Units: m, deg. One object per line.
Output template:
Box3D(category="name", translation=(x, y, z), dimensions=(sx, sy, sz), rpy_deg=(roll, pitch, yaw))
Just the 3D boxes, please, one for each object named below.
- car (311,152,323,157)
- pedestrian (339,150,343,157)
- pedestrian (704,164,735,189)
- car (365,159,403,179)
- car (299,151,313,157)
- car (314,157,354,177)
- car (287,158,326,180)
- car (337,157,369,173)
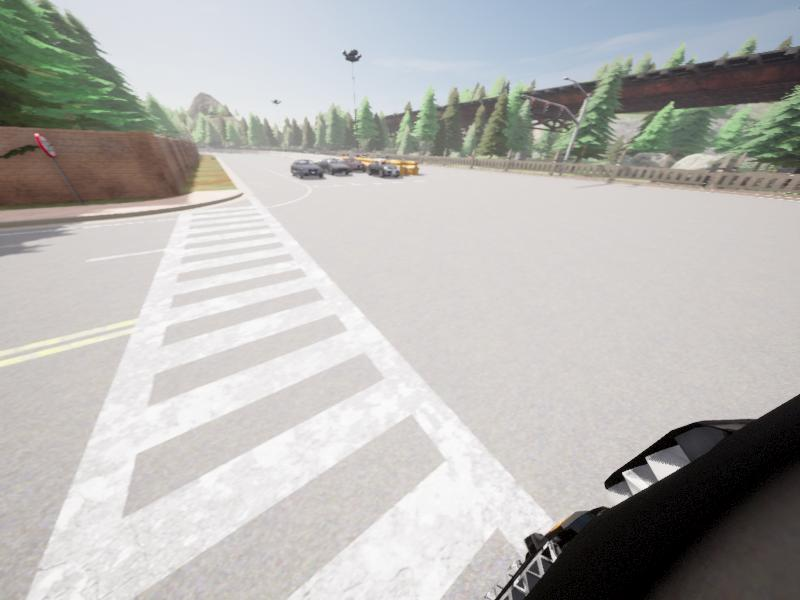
Box3D(category="car", translation=(-25.777, -45.172, 71.703), dimensions=(1.895, 1.301, 4.718), rpy_deg=(-23, 40, -33))
Box3D(category="pedestrian", translation=(-19.349, -47.771, 75.206), dimensions=(0.751, 1.860, 0.751), rpy_deg=(26, 40, 32))
Box3D(category="pedestrian", translation=(27.822, -10.804, 20.163), dimensions=(0.751, 1.860, 0.751), rpy_deg=(-19, 38, -28))
Box3D(category="car", translation=(-1.634, -13.022, 22.831), dimensions=(1.970, 1.475, 3.806), rpy_deg=(-19, 38, -29))
Box3D(category="car", translation=(-28.478, -44.116, 69.735), dimensions=(2.128, 1.511, 4.902), rpy_deg=(-23, 40, -33))
Box3D(category="car", translation=(-6.964, -13.951, 24.087), dimensions=(2.033, 1.411, 5.357), rpy_deg=(-19, 38, -29))
Box3D(category="car", translation=(-8.366, -11.738, 20.606), dimensions=(1.994, 1.385, 4.181), rpy_deg=(-19, 38, -29))
Box3D(category="car", translation=(-5.619, -15.993, 27.345), dimensions=(1.994, 1.385, 4.181), rpy_deg=(-21, 39, -31))
